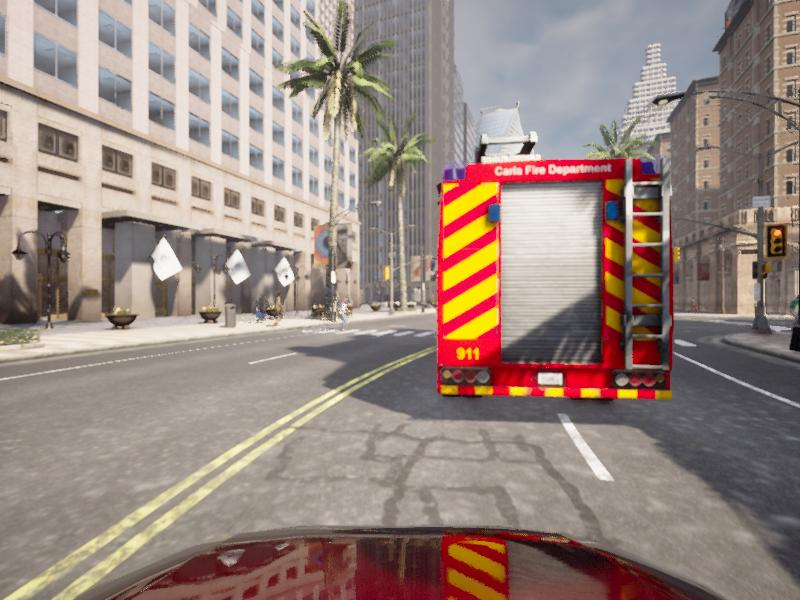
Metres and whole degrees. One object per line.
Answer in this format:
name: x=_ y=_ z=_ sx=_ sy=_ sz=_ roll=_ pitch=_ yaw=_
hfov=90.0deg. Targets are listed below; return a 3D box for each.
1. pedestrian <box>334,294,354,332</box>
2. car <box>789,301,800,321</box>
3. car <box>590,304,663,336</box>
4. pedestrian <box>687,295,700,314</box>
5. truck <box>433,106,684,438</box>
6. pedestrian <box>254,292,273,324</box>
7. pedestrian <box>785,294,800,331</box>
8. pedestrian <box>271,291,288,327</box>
pedestrian: x=-2.812 y=0.630 z=19.999 sx=0.751 sy=1.860 sz=0.751 roll=0 pitch=0 yaw=17
car: x=32.142 y=0.821 z=29.546 sx=4.514 sy=1.525 sz=2.007 roll=0 pitch=0 yaw=23
car: x=11.341 y=0.901 z=19.930 sx=4.181 sy=1.385 sz=1.994 roll=0 pitch=0 yaw=-43
pedestrian: x=29.714 y=0.473 z=40.486 sx=0.751 sy=1.860 sz=0.751 roll=0 pitch=0 yaw=-24
truck: x=2.280 y=-0.324 z=8.981 sx=2.891 sy=3.827 sz=8.468 roll=0 pitch=0 yaw=6
pedestrian: x=-8.180 y=0.476 z=23.982 sx=0.751 sy=1.860 sz=0.751 roll=0 pitch=0 yaw=33
pedestrian: x=20.443 y=0.632 z=20.471 sx=0.751 sy=1.860 sz=0.751 roll=0 pitch=0 yaw=4
pedestrian: x=-6.341 y=0.477 z=21.000 sx=0.751 sy=1.860 sz=0.751 roll=0 pitch=0 yaw=-26
